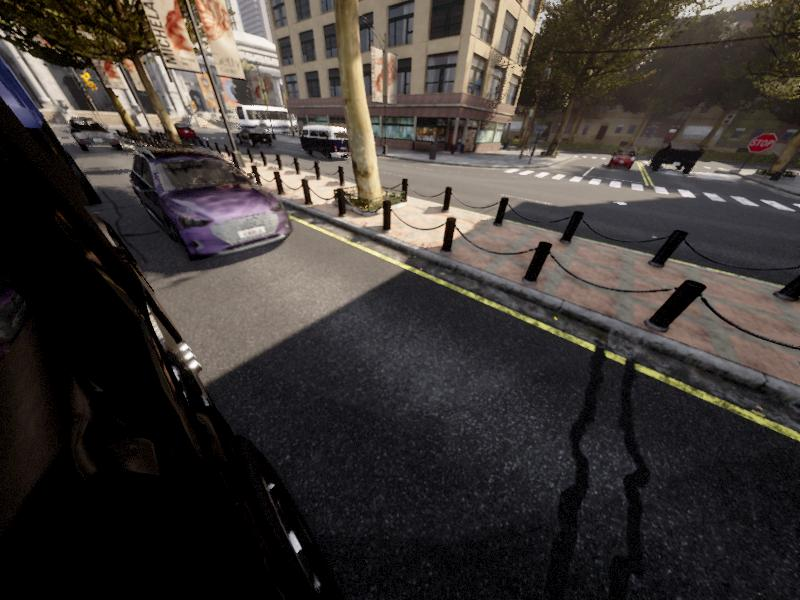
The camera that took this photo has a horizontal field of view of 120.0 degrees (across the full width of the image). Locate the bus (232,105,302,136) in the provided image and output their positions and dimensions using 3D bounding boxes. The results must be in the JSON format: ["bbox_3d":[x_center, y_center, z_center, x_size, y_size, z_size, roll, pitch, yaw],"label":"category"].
[{"bbox_3d":[-25.088,-34.460,44.448,3.944,4.253,10.273,28,45,30],"label":"bus"}]

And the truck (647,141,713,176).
[{"bbox_3d":[24.380,-12.700,20.479,2.390,2.098,6.274,27,43,29],"label":"truck"}]

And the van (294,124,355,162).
[{"bbox_3d":[-5.843,-12.284,17.964,4.480,2.038,2.069,28,44,29],"label":"van"}]

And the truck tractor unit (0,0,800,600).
[{"bbox_3d":[-2.645,-0.295,0.351,6.516,4.208,3.053,28,44,30],"label":"truck tractor unit"}]

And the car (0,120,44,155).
[{"bbox_3d":[-24.522,-10.303,14.528,4.892,1.490,1.837,28,44,30],"label":"car"}]

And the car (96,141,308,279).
[{"bbox_3d":[-4.543,-2.445,5.262,4.856,1.649,2.033,28,44,30],"label":"car"}]

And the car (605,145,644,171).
[{"bbox_3d":[20.047,-12.774,20.699,1.851,1.617,3.988,27,43,29],"label":"car"}]

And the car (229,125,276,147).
[{"bbox_3d":[-15.544,-17.258,24.285,5.238,1.638,1.930,28,44,30],"label":"car"}]

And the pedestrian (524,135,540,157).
[{"bbox_3d":[14.244,-16.628,24.950,0.751,1.860,0.751,-26,46,-33],"label":"pedestrian"}]

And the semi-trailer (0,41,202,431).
[{"bbox_3d":[-8.707,-3.607,4.208,14.254,4.402,2.717,28,44,30],"label":"semi-trailer"}]

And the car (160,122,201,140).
[{"bbox_3d":[-26.192,-20.151,27.570,4.792,1.488,2.163,28,44,30],"label":"car"}]

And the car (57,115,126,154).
[{"bbox_3d":[-21.458,-11.565,16.090,4.605,1.855,1.932,29,44,29],"label":"car"}]
